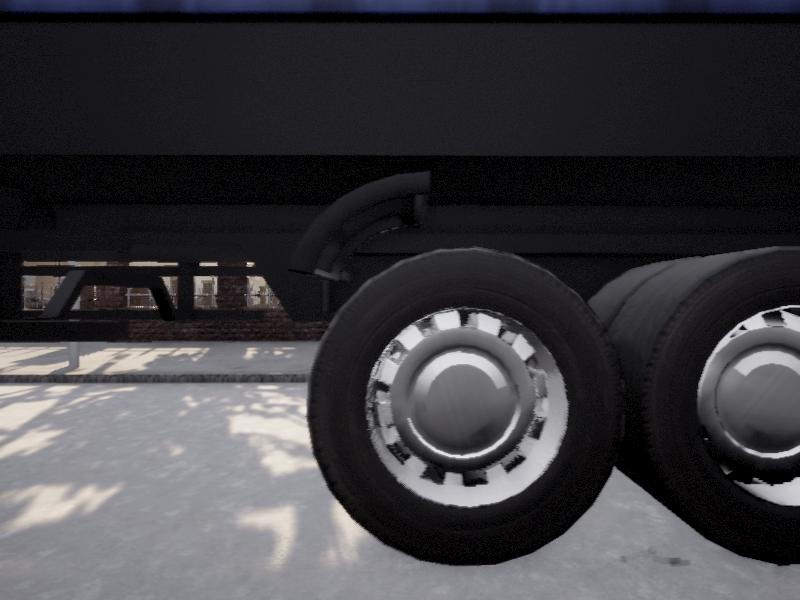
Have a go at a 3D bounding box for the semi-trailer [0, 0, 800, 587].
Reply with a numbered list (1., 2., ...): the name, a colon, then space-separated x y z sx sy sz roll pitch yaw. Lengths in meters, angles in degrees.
1. semi-trailer: -1.128 -1.213 2.737 14.254 4.402 2.717 0 0 0
